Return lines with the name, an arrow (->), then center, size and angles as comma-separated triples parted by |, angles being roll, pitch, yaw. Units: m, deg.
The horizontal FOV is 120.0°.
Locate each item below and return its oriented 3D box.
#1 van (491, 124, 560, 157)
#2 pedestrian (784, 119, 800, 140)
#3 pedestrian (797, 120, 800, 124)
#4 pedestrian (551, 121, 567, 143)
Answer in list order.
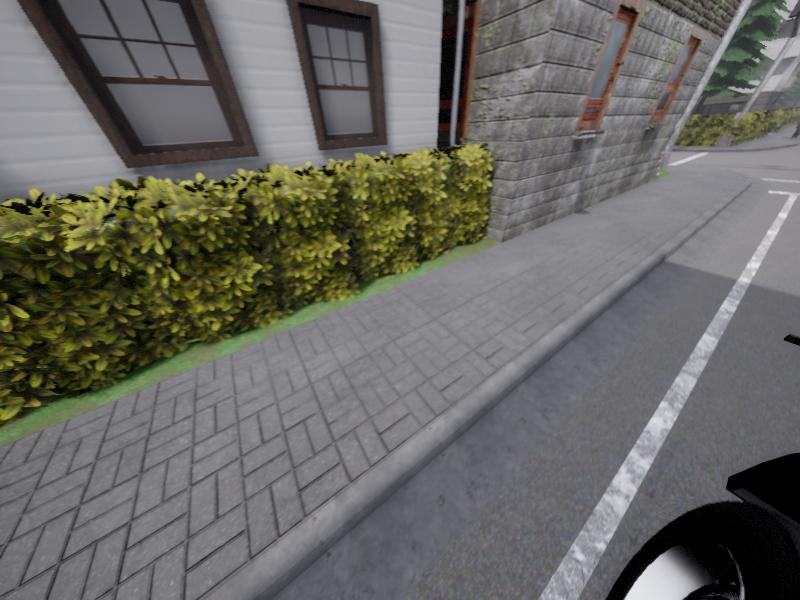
van -> 10.518, -13.704, 19.826 | 2.069, 2.038, 4.480 | -24, 41, -25
pedestrian -> 28.943, -12.563, 16.439 | 0.751, 1.860, 0.751 | 29, 47, 36
pedestrian -> 51.736, -23.383, 29.154 | 0.751, 1.860, 0.751 | -22, 41, -24
pedestrian -> 17.270, -18.292, 25.136 | 0.751, 1.860, 0.751 | 2, 37, 7
